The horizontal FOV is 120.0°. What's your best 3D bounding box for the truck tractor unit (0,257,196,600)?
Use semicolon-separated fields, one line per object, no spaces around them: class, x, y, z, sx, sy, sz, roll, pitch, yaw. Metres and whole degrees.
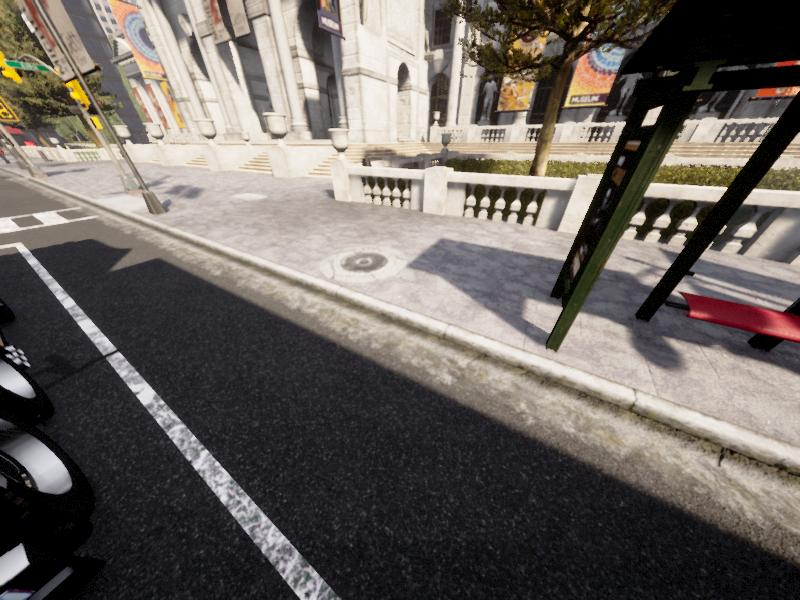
truck tractor unit;-5.100;-0.311;0.799;6.516;4.208;3.053;19;39;25
